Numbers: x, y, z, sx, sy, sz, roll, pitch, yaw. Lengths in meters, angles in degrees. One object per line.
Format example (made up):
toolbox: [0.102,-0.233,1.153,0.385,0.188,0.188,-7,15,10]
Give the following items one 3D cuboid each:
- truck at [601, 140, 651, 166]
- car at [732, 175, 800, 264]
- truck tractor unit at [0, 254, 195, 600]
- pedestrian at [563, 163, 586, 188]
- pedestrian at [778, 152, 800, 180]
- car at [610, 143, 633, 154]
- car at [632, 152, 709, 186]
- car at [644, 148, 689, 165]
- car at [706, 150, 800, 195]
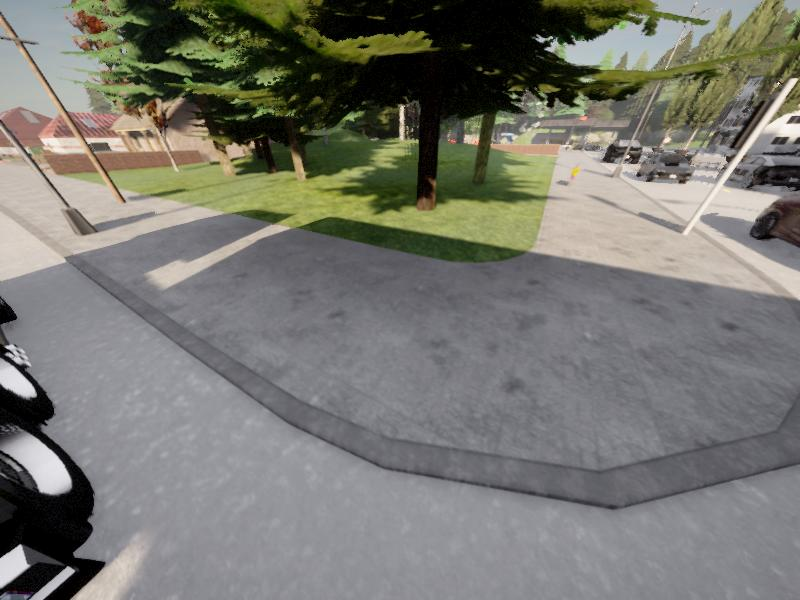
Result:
truck: [24.193,-16.133,25.129,2.390,2.098,6.274,18,39,24]
car: [9.785,-1.385,4.642,1.812,1.442,4.674,18,39,24]
truck tractor unit: [-5.094,-0.318,0.800,6.516,4.208,3.053,19,39,25]
pedestrian: [9.107,-6.520,12.103,0.500,1.100,0.500,-26,42,-32]
pedestrian: [24.271,-8.332,13.905,0.751,1.860,0.751,-22,40,-28]
car: [41.144,-28.245,42.997,2.033,1.411,5.357,18,39,24]
car: [16.710,-8.367,14.584,1.816,1.474,4.193,18,39,24]
car: [28.522,-15.530,24.928,1.895,1.301,4.718,18,39,24]
car: [20.133,-7.236,12.784,1.930,1.638,5.238,18,39,24]
